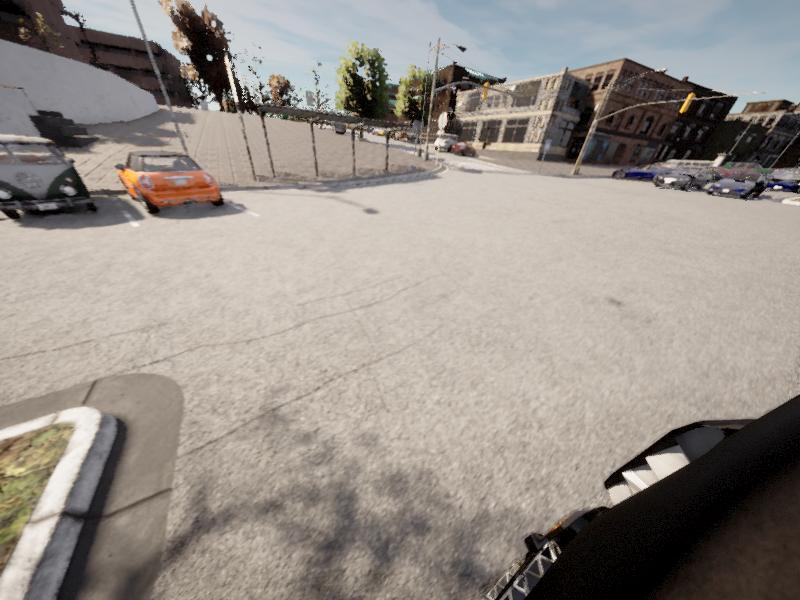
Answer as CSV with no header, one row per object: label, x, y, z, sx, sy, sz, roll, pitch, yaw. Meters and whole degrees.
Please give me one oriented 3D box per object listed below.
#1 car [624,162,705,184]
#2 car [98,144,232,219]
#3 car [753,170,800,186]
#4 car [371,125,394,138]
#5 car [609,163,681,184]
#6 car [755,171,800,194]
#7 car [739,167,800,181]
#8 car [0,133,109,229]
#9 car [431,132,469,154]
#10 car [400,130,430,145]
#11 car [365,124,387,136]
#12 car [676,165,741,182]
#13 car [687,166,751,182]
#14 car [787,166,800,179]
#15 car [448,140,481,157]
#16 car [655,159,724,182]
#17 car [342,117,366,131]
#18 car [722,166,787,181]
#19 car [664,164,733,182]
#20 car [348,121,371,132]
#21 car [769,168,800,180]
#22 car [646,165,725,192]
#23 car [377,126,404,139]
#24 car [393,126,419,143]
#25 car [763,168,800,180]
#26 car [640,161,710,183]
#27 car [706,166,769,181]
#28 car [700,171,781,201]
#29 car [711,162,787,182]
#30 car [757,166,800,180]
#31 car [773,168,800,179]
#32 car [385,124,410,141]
car,27.880,-13.609,24.641,5.366,1.575,1.946,29,41,35
car,-8.518,-4.485,8.379,4.553,1.767,2.185,26,40,31
car,44.849,-14.436,27.273,5.357,1.411,2.033,-12,36,-21
car,-3.479,-33.879,46.463,2.002,1.452,4.674,31,42,27
car,24.984,-13.126,23.775,4.792,1.488,2.163,29,42,35
car,34.442,-10.400,20.361,4.792,1.488,2.163,-13,37,-22
car,58.197,-19.963,36.455,2.097,1.535,5.008,-25,42,-35
car,-11.051,-3.798,6.967,4.442,1.987,1.878,26,39,31
car,7.147,-22.046,32.517,2.435,2.045,5.566,31,42,27
car,2.564,-27.004,38.552,2.231,1.521,4.892,31,42,27
car,-5.009,-35.602,48.428,2.002,1.452,4.674,31,42,27
car,38.716,-16.061,29.214,2.002,1.452,4.674,-27,43,-37
car,41.478,-16.646,30.300,2.002,1.452,4.674,-26,42,-37
car,75.210,-23.075,41.982,1.878,1.987,4.442,-23,41,-34
car,8.612,-20.080,30.706,2.002,1.452,4.674,31,42,27
car,33.309,-15.052,26.812,1.878,1.987,4.442,-27,43,-38
car,-11.109,-42.692,56.062,2.435,2.045,5.566,31,42,26
car,52.596,-18.912,34.460,2.097,1.535,5.008,-25,42,-36
car,35.961,-15.510,28.112,2.231,1.521,4.892,-27,43,-37
car,-9.465,-40.865,54.400,1.946,1.575,5.366,31,42,27
car,69.469,-21.979,40.322,2.097,1.535,5.008,-23,41,-34
car,22.205,-9.460,17.994,4.902,1.511,2.128,-12,37,-22
car,-1.848,-32.261,44.589,1.946,1.575,5.366,31,42,27
car,1.018,-28.861,40.310,1.878,1.987,4.442,32,42,27
car,66.652,-21.477,39.360,2.231,1.521,4.892,-24,41,-34
car,30.461,-14.418,25.832,4.553,1.767,2.185,30,41,35
car,47.020,-17.777,32.410,2.002,1.452,4.674,-26,42,-36
car,22.641,-7.655,15.371,4.193,1.474,1.816,-13,37,-23
car,49.839,-18.566,33.280,2.435,2.045,5.566,-25,42,-36
car,63.840,-21.080,38.325,2.185,1.767,4.553,-24,41,-35
car,72.172,-22.537,41.361,1.946,1.575,5.366,-24,41,-34
car,-0.497,-30.589,42.282,1.878,1.987,4.442,32,42,27
